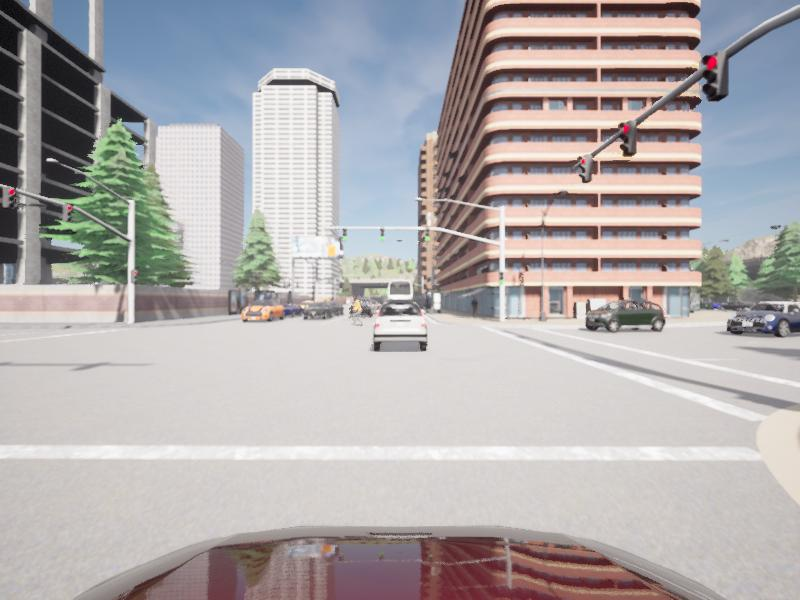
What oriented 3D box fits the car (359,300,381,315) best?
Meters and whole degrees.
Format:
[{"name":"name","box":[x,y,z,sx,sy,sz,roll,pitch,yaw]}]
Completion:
[{"name":"car","box":[-3.459,0.815,46.983,2.242,1.667,4.611,0,0,0]}]

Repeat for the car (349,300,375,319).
[{"name":"car","box":[-3.505,0.819,37.923,1.930,1.638,5.238,0,0,1]}]

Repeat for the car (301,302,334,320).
[{"name":"car","box":[-6.967,0.888,34.389,1.837,1.490,4.892,0,0,0]}]

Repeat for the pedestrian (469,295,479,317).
[{"name":"pedestrian","box":[6.397,0.529,34.530,0.751,1.860,0.751,0,0,3]}]

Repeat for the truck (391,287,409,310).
[{"name":"truck","box":[0.066,-0.236,68.634,2.891,3.827,8.468,0,0,0]}]

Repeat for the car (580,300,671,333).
[{"name":"car","box":[11.176,0.785,19.964,3.705,1.549,1.789,0,0,-12]}]

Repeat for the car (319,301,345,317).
[{"name":"car","box":[-6.963,0.897,41.598,1.837,1.490,4.892,0,0,0]}]

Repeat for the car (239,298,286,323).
[{"name":"car","box":[-10.473,0.734,30.901,2.097,1.767,4.553,0,0,0]}]

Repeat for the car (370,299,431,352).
[{"name":"car","box":[0.011,0.781,14.154,1.851,1.617,3.988,0,0,0]}]

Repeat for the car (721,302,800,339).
[{"name":"car","box":[16.508,0.821,17.684,3.806,1.475,1.970,0,0,-21]}]

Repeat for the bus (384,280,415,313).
[{"name":"bus","box":[-0.071,-0.463,56.321,3.944,4.253,10.273,0,0,0]}]

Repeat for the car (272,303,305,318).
[{"name":"car","box":[-10.467,0.992,37.903,1.895,1.301,4.718,0,0,0]}]

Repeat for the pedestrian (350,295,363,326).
[{"name":"pedestrian","box":[-2.644,0.649,24.341,0.751,1.860,0.751,0,0,-1]}]
